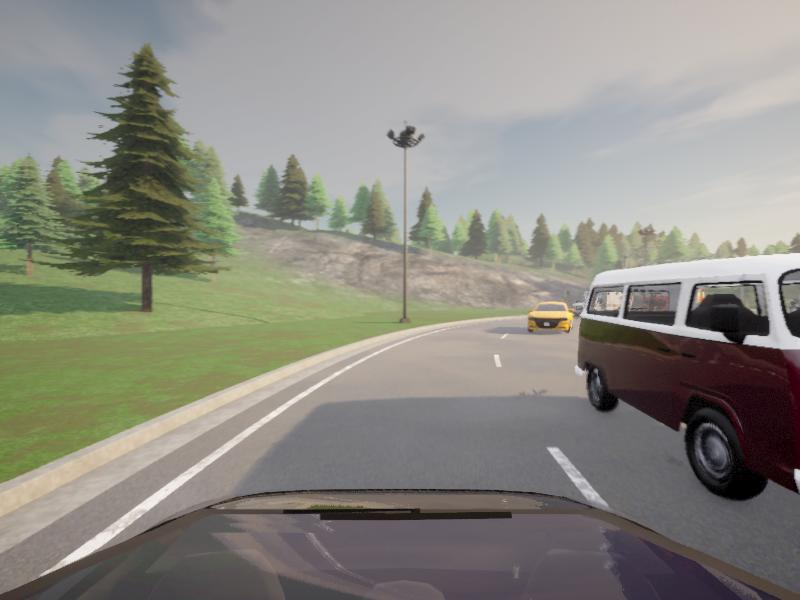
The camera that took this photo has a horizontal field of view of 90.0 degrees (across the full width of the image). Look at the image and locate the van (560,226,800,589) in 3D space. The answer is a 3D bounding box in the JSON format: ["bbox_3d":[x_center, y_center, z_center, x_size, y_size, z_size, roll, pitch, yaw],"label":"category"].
[{"bbox_3d":[3.492,0.580,4.366,2.069,2.038,4.480,0,1,6],"label":"van"}]

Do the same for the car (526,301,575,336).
[{"bbox_3d":[7.776,0.853,20.434,1.882,1.535,5.008,0,0,26],"label":"car"}]
